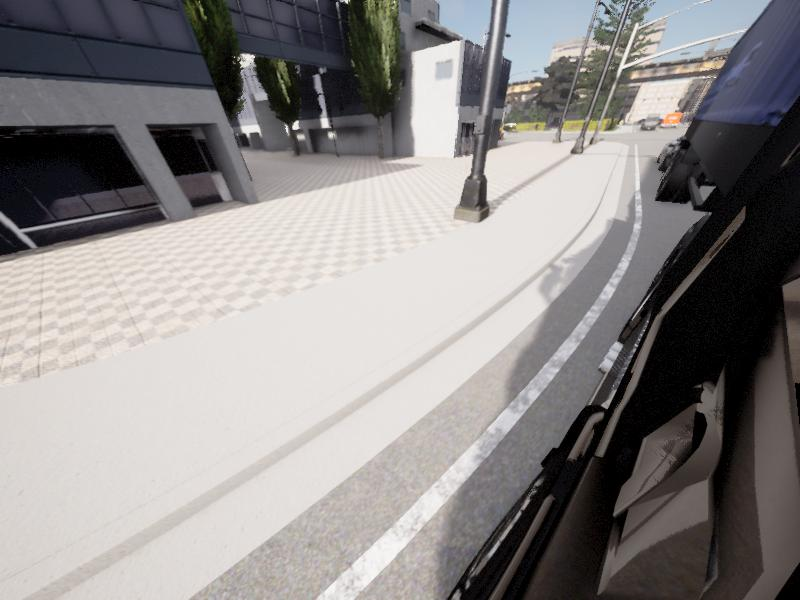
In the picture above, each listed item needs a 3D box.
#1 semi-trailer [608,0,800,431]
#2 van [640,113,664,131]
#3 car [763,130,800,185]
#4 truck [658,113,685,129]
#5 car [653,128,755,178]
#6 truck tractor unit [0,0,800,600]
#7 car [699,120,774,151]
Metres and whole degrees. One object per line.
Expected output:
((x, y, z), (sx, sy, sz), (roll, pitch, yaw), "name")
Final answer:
((8.188, -3.904, 4.680), (2.717, 4.402, 14.254), (28, 46, 34), "semi-trailer")
((47.372, -33.575, 43.614), (1.988, 2.561, 5.915), (24, 44, 31), "van")
((15.958, -5.222, 8.375), (1.845, 1.501, 3.633), (24, 44, 31), "car")
((57.675, -38.237, 49.274), (2.627, 2.467, 5.204), (24, 44, 31), "truck")
((14.339, -7.334, 11.316), (2.038, 1.542, 4.974), (24, 44, 31), "car")
((2.645, -0.295, 0.351), (6.516, 4.208, 3.053), (-28, 44, -30), "truck tractor unit")
((25.403, -12.680, 17.714), (2.033, 1.649, 4.856), (24, 45, 31), "car")
